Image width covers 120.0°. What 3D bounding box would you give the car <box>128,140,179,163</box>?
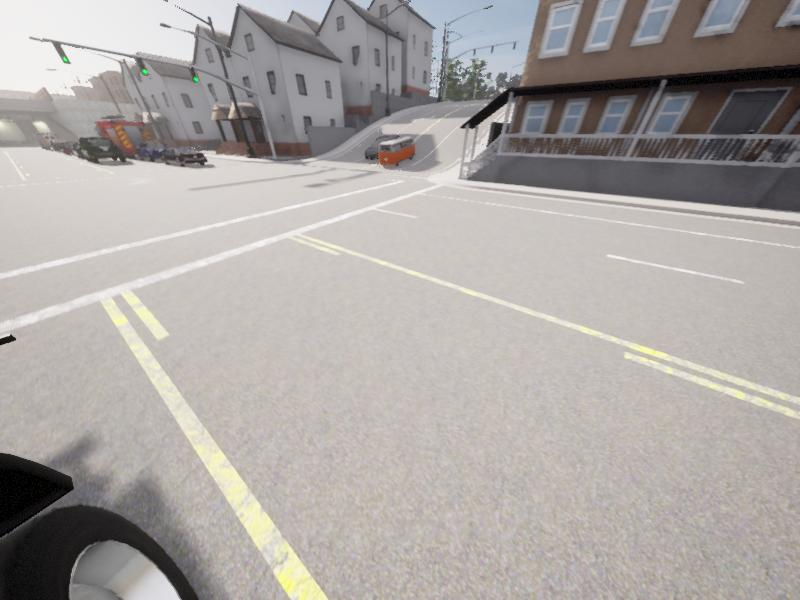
[{"bbox_3d":[-25.321,-15.373,23.764,4.553,1.767,2.097,22,41,28],"label":"car"}]

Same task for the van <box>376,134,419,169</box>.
[{"bbox_3d":[-0.083,-14.110,21.865,1.775,1.987,4.442,20,48,26],"label":"van"}]

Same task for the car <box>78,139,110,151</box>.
[{"bbox_3d":[-50.391,-25.533,38.068,4.902,1.511,2.128,22,41,28],"label":"car"}]

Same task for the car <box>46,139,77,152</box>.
[{"bbox_3d":[-52.562,-23.950,35.818,4.892,1.490,1.837,22,41,28],"label":"car"}]

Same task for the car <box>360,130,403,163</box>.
[{"bbox_3d":[-1.849,-16.483,24.724,1.882,1.535,5.008,21,56,27],"label":"car"}]

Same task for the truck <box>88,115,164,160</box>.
[{"bbox_3d":[-31.818,-18.871,26.873,8.468,3.827,2.891,22,41,28],"label":"truck"}]

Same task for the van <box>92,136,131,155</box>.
[{"bbox_3d":[-40.069,-21.517,32.062,4.480,2.038,2.069,23,41,27],"label":"van"}]

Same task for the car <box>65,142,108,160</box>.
[{"bbox_3d":[-35.490,-16.951,26.134,4.892,1.490,1.837,23,41,28],"label":"car"}]

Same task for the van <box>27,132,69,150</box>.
[{"bbox_3d":[-61.390,-27.741,40.293,6.366,2.431,2.351,19,39,24],"label":"van"}]

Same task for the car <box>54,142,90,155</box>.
[{"bbox_3d":[-43.938,-20.362,30.959,4.181,1.385,1.994,22,41,28],"label":"car"}]

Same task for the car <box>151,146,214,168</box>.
[{"bbox_3d":[-19.303,-12.759,20.493,5.357,1.411,2.033,20,40,26],"label":"car"}]

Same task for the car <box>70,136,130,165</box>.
[{"bbox_3d":[-28.863,-14.462,22.215,5.566,2.045,2.150,22,41,28],"label":"car"}]
